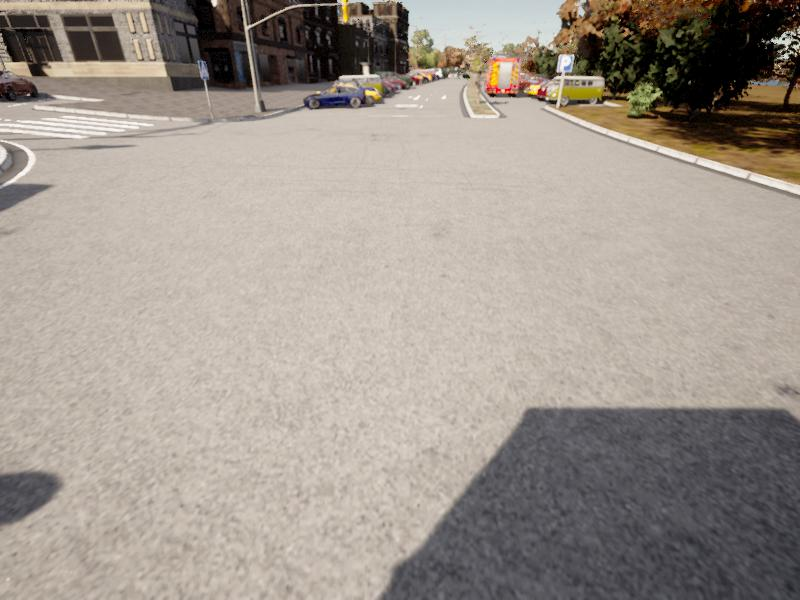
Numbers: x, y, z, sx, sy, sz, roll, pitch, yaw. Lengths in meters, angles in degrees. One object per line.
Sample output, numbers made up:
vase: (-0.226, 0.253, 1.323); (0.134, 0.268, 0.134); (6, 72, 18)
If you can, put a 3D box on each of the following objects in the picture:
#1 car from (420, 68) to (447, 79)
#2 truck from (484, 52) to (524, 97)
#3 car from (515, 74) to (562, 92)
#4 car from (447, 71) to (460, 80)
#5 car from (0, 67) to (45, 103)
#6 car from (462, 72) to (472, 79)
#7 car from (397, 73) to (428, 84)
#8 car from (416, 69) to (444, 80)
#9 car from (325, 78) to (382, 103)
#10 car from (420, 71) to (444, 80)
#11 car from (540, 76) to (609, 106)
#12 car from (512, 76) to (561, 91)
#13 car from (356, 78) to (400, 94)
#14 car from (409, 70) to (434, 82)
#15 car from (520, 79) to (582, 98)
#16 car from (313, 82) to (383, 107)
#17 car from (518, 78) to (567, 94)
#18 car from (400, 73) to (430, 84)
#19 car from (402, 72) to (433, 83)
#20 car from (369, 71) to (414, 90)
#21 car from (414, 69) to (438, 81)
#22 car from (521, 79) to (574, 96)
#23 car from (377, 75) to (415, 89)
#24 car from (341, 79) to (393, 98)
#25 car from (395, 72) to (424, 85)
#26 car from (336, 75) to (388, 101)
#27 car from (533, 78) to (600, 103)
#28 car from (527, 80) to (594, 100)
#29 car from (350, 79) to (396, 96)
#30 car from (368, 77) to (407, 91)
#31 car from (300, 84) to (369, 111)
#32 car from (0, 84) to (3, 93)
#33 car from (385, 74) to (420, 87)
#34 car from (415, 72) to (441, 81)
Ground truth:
car: (7.627, -51.618, 91.300); (5.566, 2.045, 2.435); (-5, 31, -6)
truck: (10.720, -23.824, 42.218); (2.891, 3.827, 8.468); (4, 31, 7)
car: (16.287, -25.565, 47.149); (4.553, 1.767, 2.185); (-5, 31, -10)
car: (11.989, -50.162, 89.258); (2.242, 1.667, 4.611); (6, 31, 10)
car: (-21.752, -11.785, 21.777); (2.002, 1.452, 4.674); (-5, 30, -19)
car: (14.916, -49.743, 88.736); (1.895, 1.301, 4.718); (6, 31, 10)
car: (2.133, -37.945, 68.581); (4.892, 1.521, 2.231); (-5, 31, -7)
car: (6.381, -48.634, 86.236); (5.566, 2.045, 2.435); (-5, 31, -6)
car: (-4.079, -18.390, 35.091); (4.553, 1.767, 2.185); (-8, 31, -11)
car: (7.032, -49.915, 88.903); (5.008, 1.535, 2.097); (-5, 30, -6)
car: (13.861, -16.701, 31.901); (4.442, 1.987, 1.878); (-6, 31, -12)
car: (16.951, -26.965, 49.770); (5.366, 1.575, 1.946); (-5, 31, -10)
car: (-2.470, -24.324, 45.507); (4.674, 1.452, 2.002); (-7, 31, -10)
car: (4.037, -42.652, 76.124); (4.442, 1.987, 1.878); (-5, 30, -7)
car: (14.888, -20.976, 39.597); (5.366, 1.575, 1.946); (-6, 31, -11)
car: (-4.215, -16.792, 32.608); (5.366, 1.575, 1.946); (-8, 31, -11)
car: (15.879, -23.937, 44.714); (4.674, 1.452, 2.002); (-5, 31, -10)
car: (2.702, -39.450, 71.136); (5.008, 1.535, 2.097); (-5, 30, -7)
car: (3.131, -40.930, 73.650); (5.366, 1.575, 1.946); (-5, 31, -7)
car: (-1.076, -29.124, 53.090); (5.566, 2.045, 2.435); (-7, 30, -9)
car: (5.276, -45.644, 81.204); (4.442, 1.987, 1.878); (-5, 30, -6)
car: (15.464, -22.449, 42.187); (4.674, 1.452, 2.002); (-6, 31, -10)
car: (-0.612, -30.413, 55.780); (5.008, 1.535, 2.097); (-6, 30, -9)
car: (-3.300, -21.323, 40.328); (4.892, 1.521, 2.231); (-7, 31, -10)
car: (1.565, -36.550, 65.961); (4.553, 1.767, 2.185); (-6, 31, -8)
car: (-3.570, -20.016, 37.654); (4.442, 1.987, 1.878); (-8, 31, -11)
car: (14.286, -18.118, 34.506); (4.553, 1.767, 2.185); (-6, 31, -11)
car: (14.865, -19.526, 37.142); (5.366, 1.575, 1.946); (-6, 31, -11)
car: (-2.884, -22.806, 42.924); (4.674, 1.452, 2.002); (-7, 31, -10)
car: (-1.569, -27.351, 50.652); (4.674, 1.452, 2.002); (-7, 31, -9)
car: (-4.902, -15.244, 30.059); (4.792, 1.488, 2.163); (-8, 31, -12)
car: (-24.745, -12.321, 21.582); (2.435, 2.045, 5.566); (-5, 30, -19)
car: (0.438, -33.429, 60.904); (5.008, 1.535, 2.097); (-6, 31, -8)
car: (5.786, -46.930, 83.837); (5.008, 1.535, 2.097); (-5, 30, -6)
